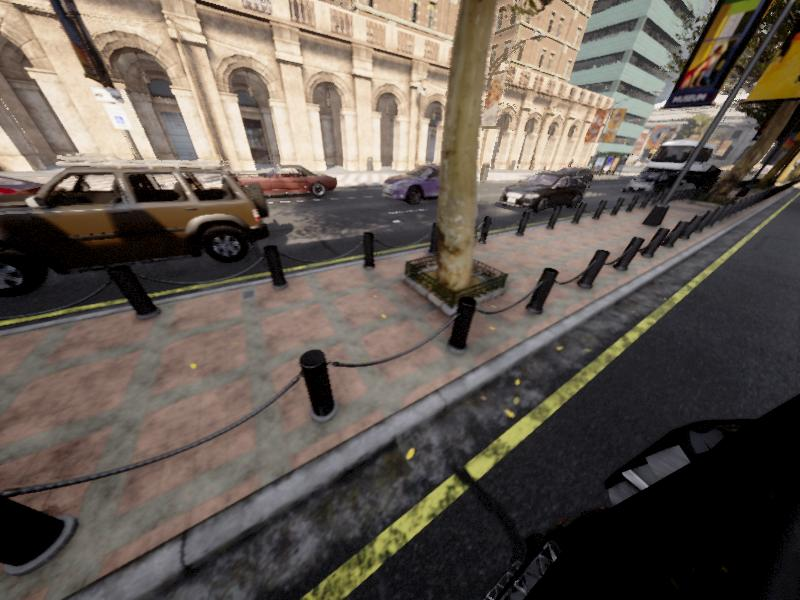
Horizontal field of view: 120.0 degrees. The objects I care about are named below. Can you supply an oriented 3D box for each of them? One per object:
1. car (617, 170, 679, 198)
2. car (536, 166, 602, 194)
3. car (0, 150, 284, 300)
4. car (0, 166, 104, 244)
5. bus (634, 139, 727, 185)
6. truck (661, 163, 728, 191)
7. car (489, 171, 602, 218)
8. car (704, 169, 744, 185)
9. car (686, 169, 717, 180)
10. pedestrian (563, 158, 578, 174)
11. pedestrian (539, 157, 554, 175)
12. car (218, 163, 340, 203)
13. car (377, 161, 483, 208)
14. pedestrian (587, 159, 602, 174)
[{"bbox_3d":[18.482,-8.718,17.236,3.633,1.501,1.845,-17,38,-27],"label":"car"},{"bbox_3d":[12.982,-9.292,17.713,4.892,1.490,1.837,-18,39,-27],"label":"car"},{"bbox_3d":[-5.098,-1.665,4.428,4.605,1.855,1.932,-17,38,-28],"label":"car"},{"bbox_3d":[-10.411,-2.099,5.140,4.181,1.385,1.994,-17,38,-27],"label":"car"},{"bbox_3d":[34.430,-16.874,28.349,10.273,4.253,3.944,-17,38,-28],"label":"bus"},{"bbox_3d":[29.088,-12.187,22.791,6.274,2.098,2.390,-17,38,-27],"label":"truck"},{"bbox_3d":[6.949,-5.191,11.025,4.902,1.511,2.128,-17,38,-27],"label":"car"},{"bbox_3d":[41.862,-15.871,29.822,5.366,1.575,1.801,-17,38,-27],"label":"car"},{"bbox_3d":[47.594,-19.756,36.411,4.718,1.301,1.895,-17,38,-27],"label":"car"},{"bbox_3d":[23.610,-18.589,31.980,0.751,1.860,0.751,-13,37,-23],"label":"pedestrian"},{"bbox_3d":[18.025,-16.527,28.426,0.751,1.860,0.751,-11,36,-20],"label":"pedestrian"},{"bbox_3d":[-5.530,-5.665,10.979,4.718,1.301,1.895,-17,38,-27],"label":"car"},{"bbox_3d":[1.491,-5.836,11.485,4.856,1.649,2.033,-16,38,-28],"label":"car"},{"bbox_3d":[27.735,-19.068,33.020,0.751,1.860,0.751,-12,36,-21],"label":"pedestrian"}]
